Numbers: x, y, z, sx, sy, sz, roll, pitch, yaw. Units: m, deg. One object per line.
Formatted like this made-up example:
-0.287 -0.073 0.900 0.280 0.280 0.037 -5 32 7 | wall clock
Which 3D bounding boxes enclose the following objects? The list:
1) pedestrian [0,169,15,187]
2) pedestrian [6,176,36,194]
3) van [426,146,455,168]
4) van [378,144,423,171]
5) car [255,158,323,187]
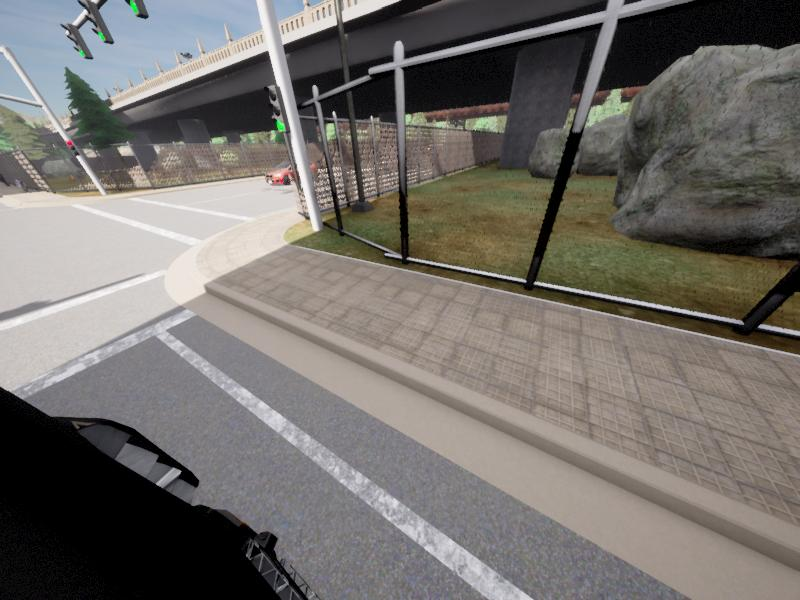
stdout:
-47.328 -14.505 27.433 0.751 1.860 0.751 16 38 26 | pedestrian
-32.347 -9.831 19.747 0.751 1.300 0.751 22 41 32 | pedestrian
4.978 -17.442 28.134 1.775 1.987 4.442 16 38 26 | van
0.314 -16.869 27.227 2.351 2.431 6.366 16 38 26 | van
-9.229 -10.954 19.741 2.242 1.667 4.611 16 38 26 | car
